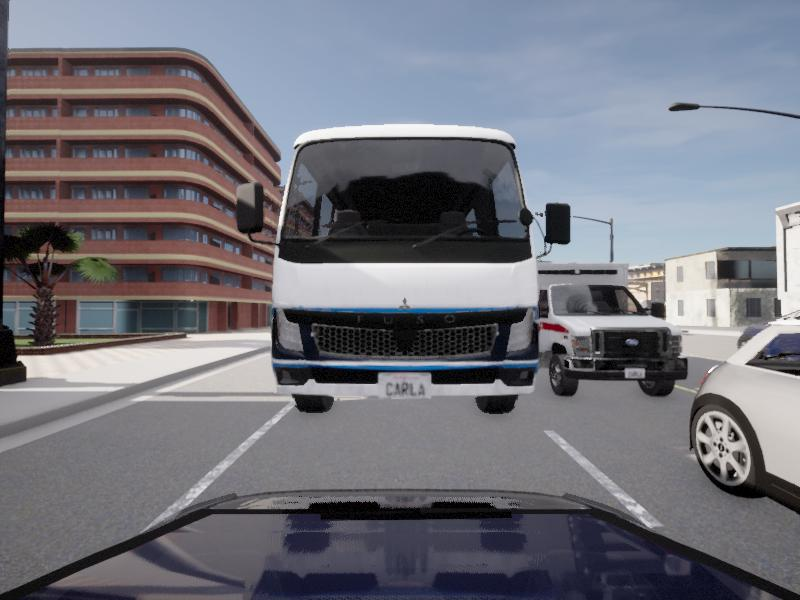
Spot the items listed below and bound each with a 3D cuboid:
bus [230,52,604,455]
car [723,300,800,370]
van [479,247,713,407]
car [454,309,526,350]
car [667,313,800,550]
[{"bbox_3d":[0.232,-0.455,9.373,3.944,4.253,10.273,0,0,1],"label":"bus"},{"bbox_3d":[10.612,0.836,9.460,2.242,1.667,4.611,0,-1,1],"label":"car"},{"bbox_3d":[3.609,0.456,9.275,2.351,2.431,6.366,0,-1,1],"label":"van"},{"bbox_3d":[3.513,1.101,16.553,1.812,1.442,4.674,0,-2,-2],"label":"car"},{"bbox_3d":[3.537,0.858,1.943,1.970,1.475,3.806,0,0,1],"label":"car"}]
